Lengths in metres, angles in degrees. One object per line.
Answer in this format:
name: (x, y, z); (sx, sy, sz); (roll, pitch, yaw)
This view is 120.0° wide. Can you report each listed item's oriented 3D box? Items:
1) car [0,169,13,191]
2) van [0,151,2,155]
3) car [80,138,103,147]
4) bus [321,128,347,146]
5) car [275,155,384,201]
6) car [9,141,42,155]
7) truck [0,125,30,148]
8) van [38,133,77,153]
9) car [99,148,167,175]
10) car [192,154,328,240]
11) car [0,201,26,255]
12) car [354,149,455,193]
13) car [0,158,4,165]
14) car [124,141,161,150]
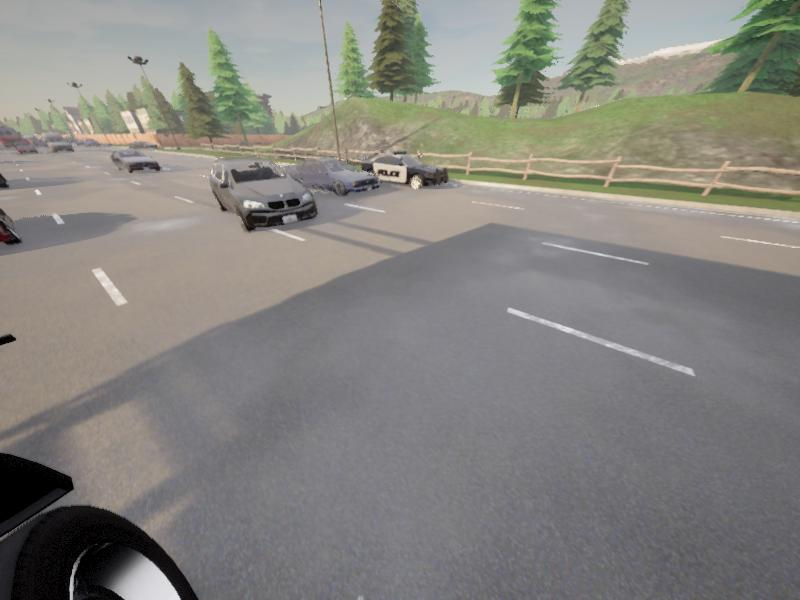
car: (-22.306, -6.600, 11.683); (5.027, 1.651, 2.152); (22, 41, 28)
van: (-57.925, -21.428, 31.729); (6.366, 2.431, 2.351); (22, 41, 28)
car: (-71.871, -36.690, 53.819); (4.553, 1.767, 2.097); (22, 41, 28)
bus: (-20.985, -51.486, 73.063); (3.944, 4.253, 10.273); (-21, 40, -27)
car: (-3.571, -6.263, 11.553); (5.357, 1.411, 2.033); (22, 41, 28)
car: (-53.383, -21.672, 32.893); (3.633, 1.501, 1.845); (22, 41, 28)
truck: (-83.927, -35.045, 49.617); (8.468, 3.827, 2.891); (22, 41, 28)
van: (-54.313, -24.924, 36.622); (5.915, 2.561, 1.988); (22, 41, 28)
car: (-20.429, -10.664, 17.661); (5.357, 1.411, 2.033); (22, 41, 28)
car: (-4.706, -3.698, 7.664); (2.242, 1.667, 4.611); (-29, 44, -35)
car: (-11.296, -2.004, 5.473); (4.181, 1.385, 1.994); (22, 41, 28)
car: (0.137, -7.319, 12.865); (5.238, 1.638, 1.930); (22, 41, 28)
car: (-38.913, -13.301, 21.177); (4.792, 1.488, 2.163); (22, 41, 28)
car: (-52.121, -31.384, 46.793); (5.357, 1.411, 2.033); (6, 36, 8)
